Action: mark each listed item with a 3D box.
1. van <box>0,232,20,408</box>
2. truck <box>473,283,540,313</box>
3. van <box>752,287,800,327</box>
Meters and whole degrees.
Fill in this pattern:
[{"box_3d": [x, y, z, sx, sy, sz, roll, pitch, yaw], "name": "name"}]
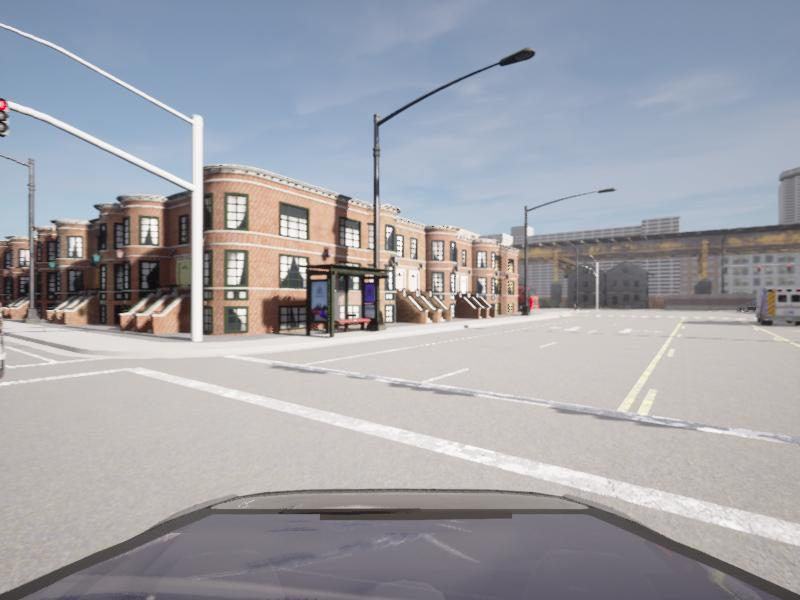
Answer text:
[{"box_3d": [-8.676, 0.325, 4.801, 5.915, 2.561, 1.988, 0, 2, -6], "name": "van"}, {"box_3d": [14.677, -0.245, 55.666, 8.468, 3.827, 2.891, 0, 0, 37], "name": "truck"}, {"box_3d": [25.418, 0.425, 26.719, 2.351, 2.431, 6.366, 0, 0, 36], "name": "van"}]
